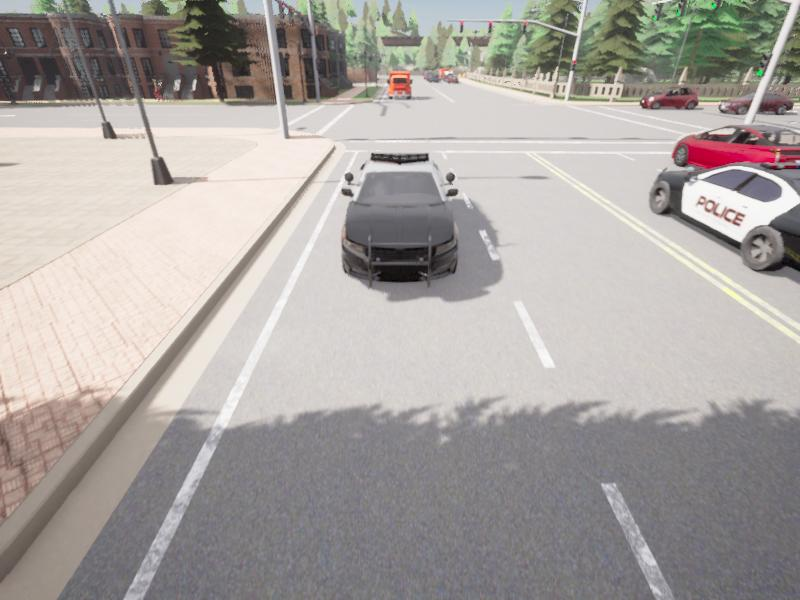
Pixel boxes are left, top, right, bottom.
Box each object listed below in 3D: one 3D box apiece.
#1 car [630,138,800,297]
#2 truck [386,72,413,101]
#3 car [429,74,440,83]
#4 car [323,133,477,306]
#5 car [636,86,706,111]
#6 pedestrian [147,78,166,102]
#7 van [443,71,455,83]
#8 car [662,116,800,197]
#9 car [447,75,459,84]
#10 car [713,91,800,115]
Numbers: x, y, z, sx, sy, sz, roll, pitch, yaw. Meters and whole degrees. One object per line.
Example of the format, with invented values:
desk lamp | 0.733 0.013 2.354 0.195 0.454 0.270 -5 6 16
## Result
car | 6.997 -1.966 7.862 2.038 1.542 4.974 0 30 0
truck | -0.017 -22.544 42.063 2.627 2.467 5.204 0 31 0
car | 6.965 -45.393 81.993 1.851 1.617 3.988 0 30 0
car | -0.003 -1.950 7.703 1.930 1.638 5.238 0 30 0
car | 21.660 -16.199 32.147 3.988 1.617 1.851 1 30 2
pedestrian | -22.036 -19.036 36.272 0.751 1.860 0.751 -1 30 -3
van | 10.461 -48.084 86.166 2.069 2.038 4.480 0 30 0
car | 10.558 -4.573 12.330 2.007 1.525 4.514 1 30 1
car | 10.465 -43.620 79.092 1.970 1.475 3.806 0 30 0
car | 25.986 -14.323 29.116 4.674 1.442 1.812 0 30 0
